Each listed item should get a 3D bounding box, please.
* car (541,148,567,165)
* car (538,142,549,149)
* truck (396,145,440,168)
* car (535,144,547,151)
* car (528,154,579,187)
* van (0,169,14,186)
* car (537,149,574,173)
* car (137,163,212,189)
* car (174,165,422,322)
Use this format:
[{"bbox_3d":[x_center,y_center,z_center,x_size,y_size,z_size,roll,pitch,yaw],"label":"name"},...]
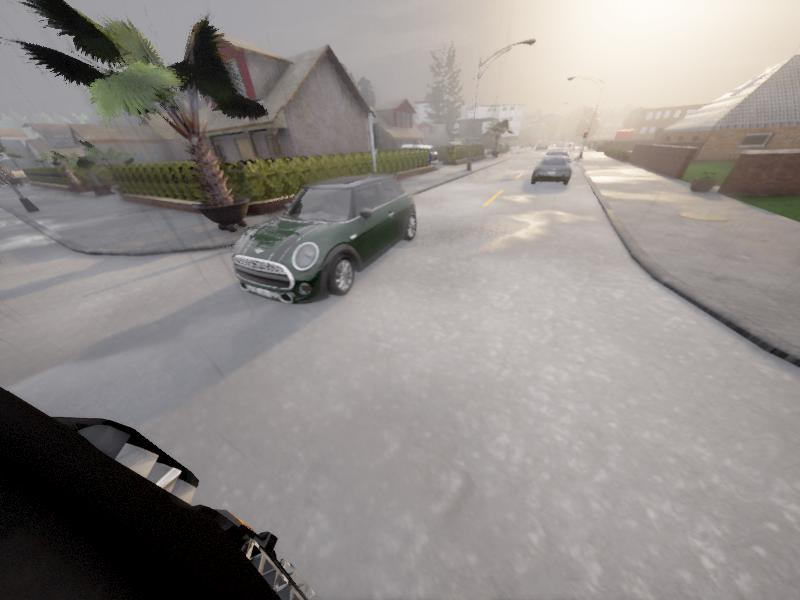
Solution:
[{"bbox_3d":[16.595,-15.402,24.796,1.895,1.301,4.718,17,38,27],"label":"car"},{"bbox_3d":[40.946,-43.991,65.810,1.930,1.638,5.238,16,38,26],"label":"car"},{"bbox_3d":[2.015,-16.477,26.378,4.478,2.038,2.069,18,39,24],"label":"truck"},{"bbox_3d":[34.914,-37.901,57.299,1.994,1.385,4.181,16,38,26],"label":"car"},{"bbox_3d":[9.244,-8.012,14.128,1.994,1.385,4.181,14,37,24],"label":"car"},{"bbox_3d":[-60.489,-17.398,33.126,4.480,2.038,2.069,-29,42,-34],"label":"van"},{"bbox_3d":[13.237,-11.934,19.724,2.033,1.411,5.357,16,38,26],"label":"car"},{"bbox_3d":[-17.856,-10.014,18.551,1.845,1.501,3.633,14,37,24],"label":"car"},{"bbox_3d":[-1.325,-1.778,5.139,2.097,1.767,4.553,13,37,22],"label":"car"}]
